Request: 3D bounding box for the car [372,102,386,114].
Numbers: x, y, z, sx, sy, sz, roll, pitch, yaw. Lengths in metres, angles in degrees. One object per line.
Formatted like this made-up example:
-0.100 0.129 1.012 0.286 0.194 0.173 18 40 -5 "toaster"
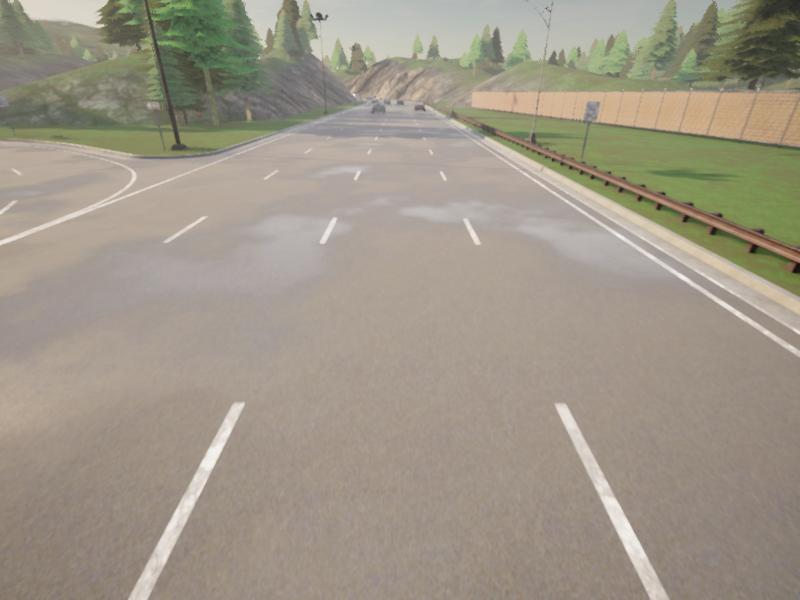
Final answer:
-3.431 -31.642 65.946 2.152 1.651 5.027 0 27 0 "car"
